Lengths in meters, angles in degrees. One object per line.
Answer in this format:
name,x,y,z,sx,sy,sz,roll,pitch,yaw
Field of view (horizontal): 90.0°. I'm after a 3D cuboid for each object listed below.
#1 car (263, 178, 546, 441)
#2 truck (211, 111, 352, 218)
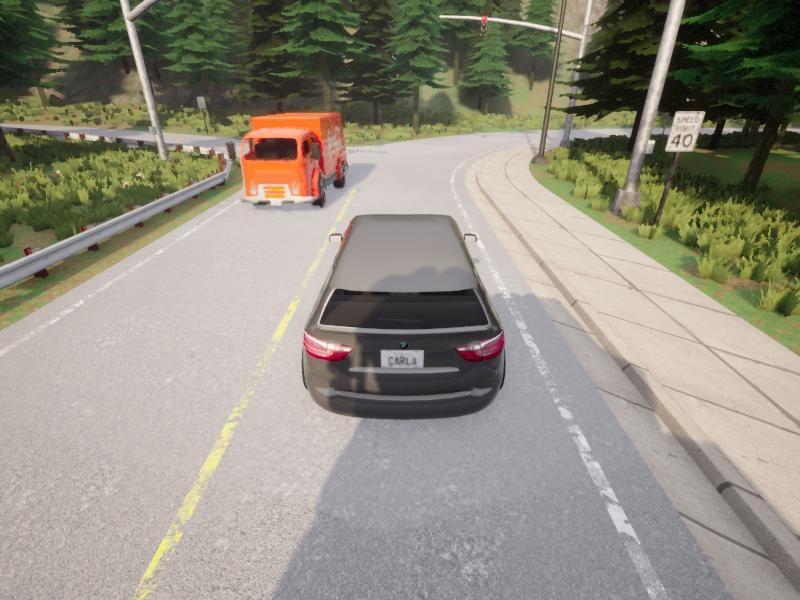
car,0.043,-0.415,5.592,2.242,1.667,4.611,0,27,0
truck,-3.292,-4.583,12.822,2.627,2.467,5.204,1,27,2
